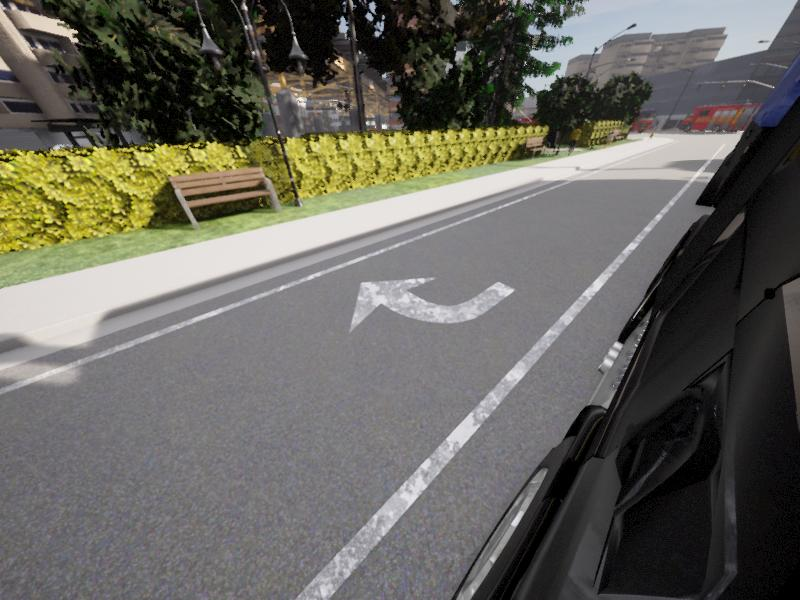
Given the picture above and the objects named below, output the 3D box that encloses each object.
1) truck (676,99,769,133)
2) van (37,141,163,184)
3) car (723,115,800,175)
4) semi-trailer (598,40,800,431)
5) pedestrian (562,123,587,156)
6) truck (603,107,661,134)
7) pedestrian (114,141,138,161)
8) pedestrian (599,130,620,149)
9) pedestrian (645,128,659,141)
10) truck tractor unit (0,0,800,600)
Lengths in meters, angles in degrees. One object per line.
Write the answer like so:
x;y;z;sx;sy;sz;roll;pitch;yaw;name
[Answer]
50.819;-29.215;37.042;2.891;3.827;8.468;2;37;5;truck
-19.719;-9.396;15.644;2.069;2.038;4.480;2;37;5;van
18.495;-7.775;11.351;5.566;2.045;2.150;-28;43;-30;car
8.697;-3.587;4.256;14.254;4.402;2.717;-28;44;-30;semi-trailer
12.382;-11.363;16.392;0.751;1.860;0.751;24;44;30;pedestrian
44.648;-34.782;45.017;2.891;3.827;8.468;2;36;5;truck
-31.425;-17.103;26.541;0.751;1.860;0.751;3;37;7;pedestrian
17.622;-13.506;19.460;0.751;1.300;0.751;-29;44;-31;pedestrian
26.772;-17.532;24.544;0.500;1.100;0.500;-17;39;-19;pedestrian
2.645;-0.295;0.351;6.516;4.208;3.053;-28;44;-30;truck tractor unit
